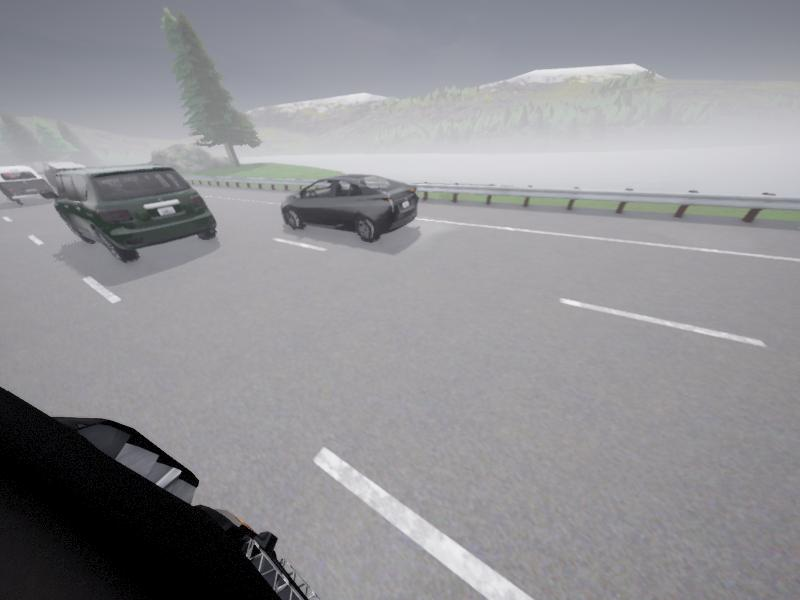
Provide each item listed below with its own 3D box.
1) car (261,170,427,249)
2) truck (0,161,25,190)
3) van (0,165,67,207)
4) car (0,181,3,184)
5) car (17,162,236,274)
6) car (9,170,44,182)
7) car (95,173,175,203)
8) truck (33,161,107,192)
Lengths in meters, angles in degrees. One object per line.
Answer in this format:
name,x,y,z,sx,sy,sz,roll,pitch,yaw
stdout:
car,-1.683,-2.970,7.063,4.514,1.525,2.007,16,38,26
truck,-43.029,-13.009,24.193,5.204,2.467,2.627,17,39,25
van,-24.894,-7.612,15.213,4.480,2.038,2.069,16,38,26
car,-55.067,-16.076,30.517,4.193,1.474,1.816,16,38,26
car,-7.789,-2.684,6.628,5.566,2.045,2.150,16,38,26
car,-53.991,-17.952,33.381,4.718,1.301,1.895,16,38,26
car,-16.992,-7.289,14.813,4.718,1.301,1.895,16,38,26
truck,-30.499,-11.510,21.359,6.274,2.098,2.390,16,38,26
